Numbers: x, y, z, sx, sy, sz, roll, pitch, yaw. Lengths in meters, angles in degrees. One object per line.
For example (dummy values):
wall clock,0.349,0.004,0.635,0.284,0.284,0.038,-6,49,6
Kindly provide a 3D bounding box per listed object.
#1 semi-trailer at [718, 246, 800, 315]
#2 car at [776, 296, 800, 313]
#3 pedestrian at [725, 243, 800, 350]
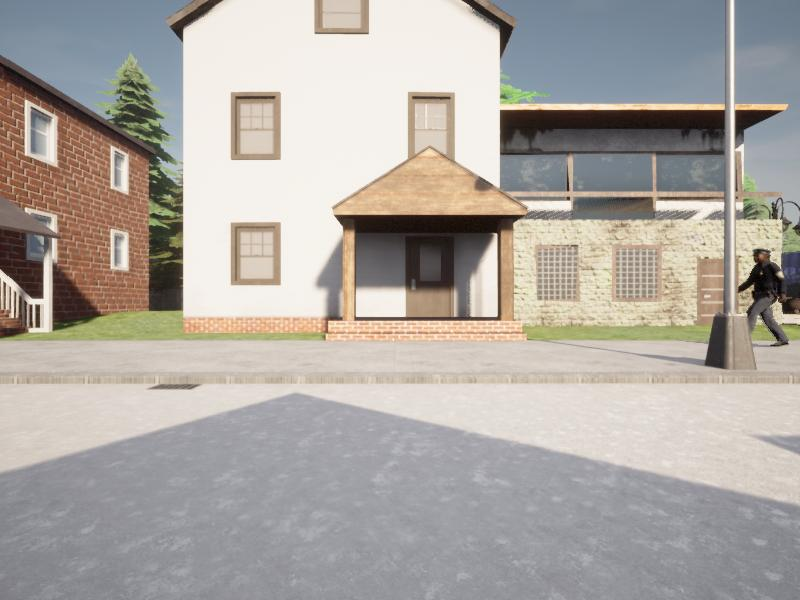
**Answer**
semi-trailer,26.915,-1.218,24.910,2.717,4.402,14.254,0,0,-1
car,30.883,0.344,29.538,1.895,1.301,4.718,0,0,1
pedestrian,6.667,-0.067,7.377,0.751,1.860,0.751,0,0,8
